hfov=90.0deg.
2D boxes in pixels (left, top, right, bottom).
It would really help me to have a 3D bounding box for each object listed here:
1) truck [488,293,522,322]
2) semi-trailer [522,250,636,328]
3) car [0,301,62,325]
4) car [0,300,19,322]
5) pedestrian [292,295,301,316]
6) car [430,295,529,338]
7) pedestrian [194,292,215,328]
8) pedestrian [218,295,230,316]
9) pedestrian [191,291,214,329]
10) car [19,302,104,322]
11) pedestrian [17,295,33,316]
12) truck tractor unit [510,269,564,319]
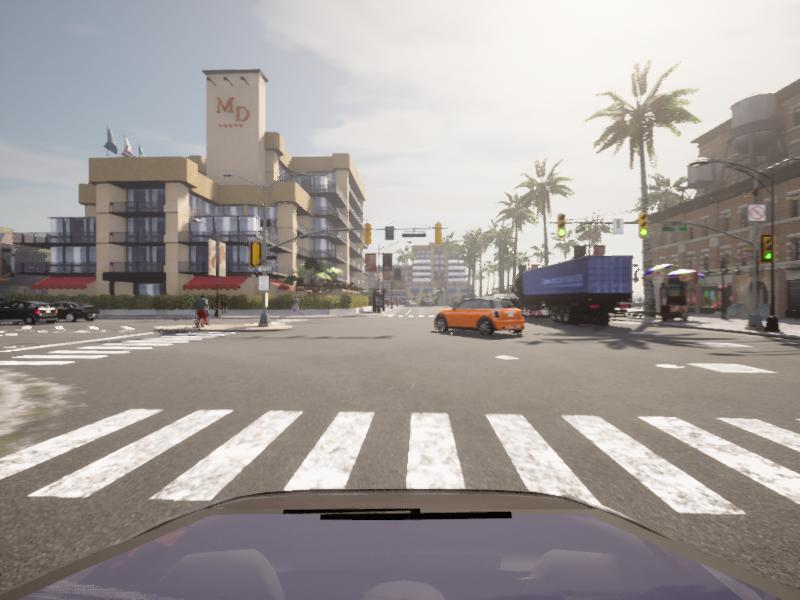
[{"bbox_3d":[8.487,0.548,32.459,2.390,2.098,6.274,0,0,14],"label":"truck"},{"bbox_3d":[12.246,-0.615,29.650,2.717,4.402,14.254,0,0,3],"label":"semi-trailer"},{"bbox_3d":[-24.794,0.835,26.265,3.705,1.549,1.789,0,0,3],"label":"car"},{"bbox_3d":[-31.488,0.813,30.059,3.988,1.617,1.851,0,0,2],"label":"car"},{"bbox_3d":[-9.585,0.501,36.920,0.751,1.860,0.751,0,0,-21],"label":"pedestrian"},{"bbox_3d":[3.679,0.698,19.303,2.097,1.767,4.553,0,0,-33],"label":"car"},{"bbox_3d":[-10.316,0.505,21.122,0.751,1.860,0.751,0,0,5],"label":"pedestrian"},{"bbox_3d":[-15.757,0.504,35.828,0.751,1.860,0.751,0,0,-1],"label":"pedestrian"},{"bbox_3d":[-9.961,0.504,20.162,0.751,1.860,0.751,0,0,3],"label":"pedestrian"},{"bbox_3d":[-25.131,0.866,29.783,4.892,1.490,1.837,0,0,2],"label":"car"},{"bbox_3d":[-34.995,0.514,37.353,0.751,1.860,0.751,0,0,2],"label":"pedestrian"},{"bbox_3d":[12.650,-0.505,37.560,3.053,4.208,6.516,0,0,3],"label":"truck tractor unit"}]
